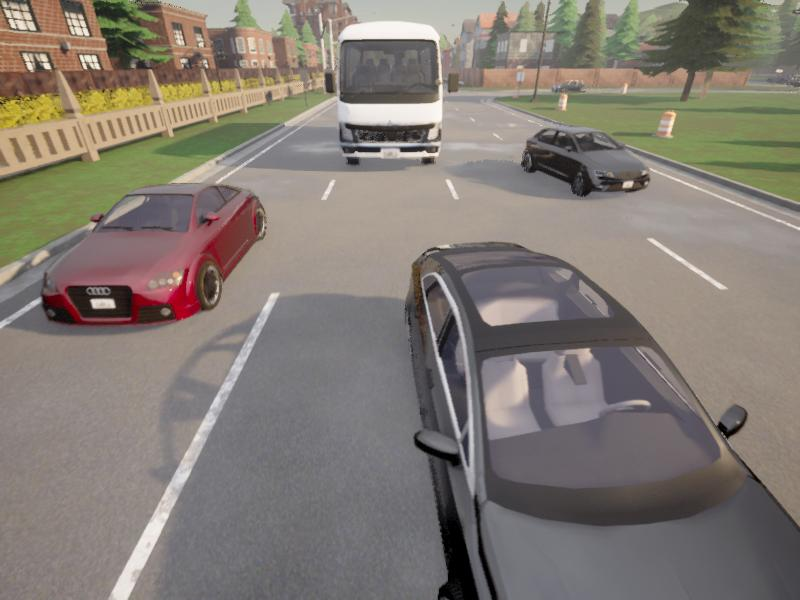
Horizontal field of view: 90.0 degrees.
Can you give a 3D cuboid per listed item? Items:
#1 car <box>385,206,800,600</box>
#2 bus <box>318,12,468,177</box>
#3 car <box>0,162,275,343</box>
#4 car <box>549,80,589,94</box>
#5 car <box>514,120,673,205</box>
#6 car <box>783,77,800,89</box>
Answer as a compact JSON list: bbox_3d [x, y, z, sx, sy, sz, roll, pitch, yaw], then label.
[{"bbox_3d":[1.096,0.742,3.232,2.128,1.511,4.902,-4,29,-3],"label":"car"},{"bbox_3d":[-0.261,-8.331,16.027,3.944,4.253,10.273,-1,30,-1],"label":"bus"},{"bbox_3d":[-3.691,-1.111,6.559,1.994,1.385,4.181,-1,30,-1],"label":"car"},{"bbox_3d":[20.871,-26.358,49.483,3.806,1.475,1.970,-6,31,-10],"label":"car"},{"bbox_3d":[5.239,-4.171,11.640,1.816,1.474,4.193,-7,31,-11],"label":"car"},{"bbox_3d":[60.570,-32.709,60.225,1.970,1.475,3.806,-1,30,-1],"label":"car"}]
